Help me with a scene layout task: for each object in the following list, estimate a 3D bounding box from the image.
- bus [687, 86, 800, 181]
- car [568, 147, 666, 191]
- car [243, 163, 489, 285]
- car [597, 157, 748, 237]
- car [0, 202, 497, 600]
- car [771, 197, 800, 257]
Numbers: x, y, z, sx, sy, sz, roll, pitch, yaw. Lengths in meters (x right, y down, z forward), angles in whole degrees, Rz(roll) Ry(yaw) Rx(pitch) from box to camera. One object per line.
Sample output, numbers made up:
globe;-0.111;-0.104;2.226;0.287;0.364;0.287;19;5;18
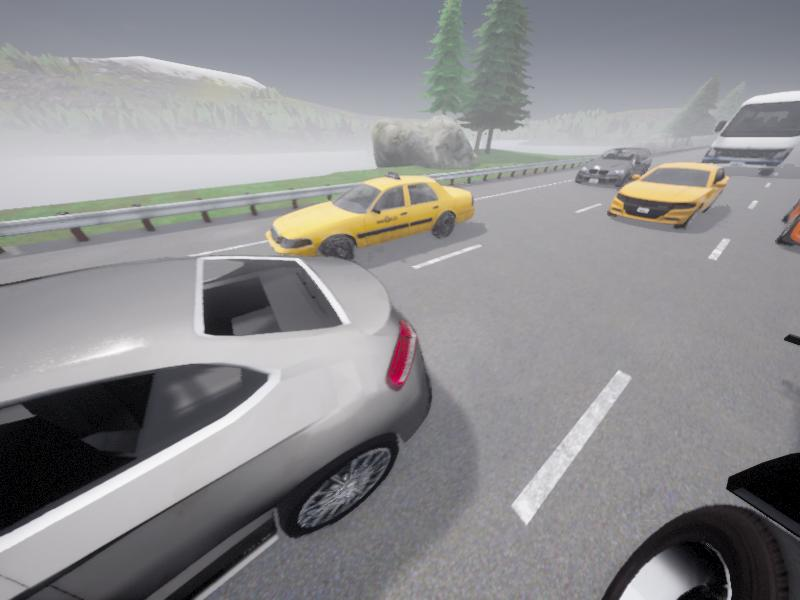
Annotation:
bus;25.253;-11.302;15.917;10.273;4.253;3.944;-22;41;-28
car;11.867;-7.329;12.678;4.611;1.667;2.242;-22;41;-28
car;-0.423;-2.260;5.726;5.366;1.575;1.801;-22;41;-28
car;8.972;-3.621;7.584;5.008;1.535;1.882;-22;41;-28
car;-2.160;0.901;1.240;5.027;1.651;2.152;-22;41;-28
car;11.120;-2.138;5.243;4.553;1.767;2.097;-22;41;-28
